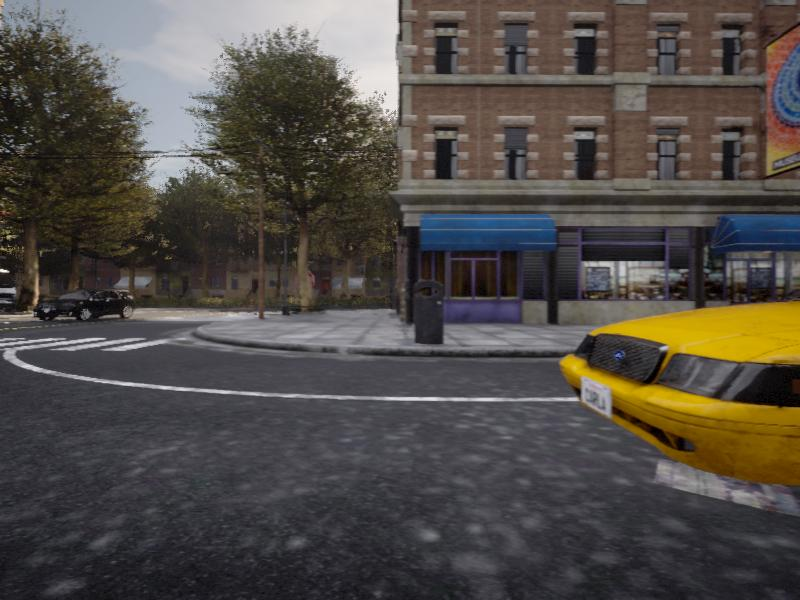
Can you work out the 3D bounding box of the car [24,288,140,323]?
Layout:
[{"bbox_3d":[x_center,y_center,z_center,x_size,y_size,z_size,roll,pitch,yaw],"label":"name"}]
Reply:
[{"bbox_3d":[-15.093,0.233,19.449,1.837,1.490,4.892,0,0,-1],"label":"car"}]

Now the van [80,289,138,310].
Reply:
[{"bbox_3d":[-29.090,-0.027,40.069,4.442,1.987,1.775,0,0,0],"label":"van"}]

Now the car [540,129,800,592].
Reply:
[{"bbox_3d":[3.784,0.203,2.235,5.366,1.575,1.801,0,0,1],"label":"car"}]

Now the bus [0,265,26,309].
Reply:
[{"bbox_3d":[-44.544,-1.154,40.079,10.273,4.253,3.944,-2,0,0],"label":"bus"}]
